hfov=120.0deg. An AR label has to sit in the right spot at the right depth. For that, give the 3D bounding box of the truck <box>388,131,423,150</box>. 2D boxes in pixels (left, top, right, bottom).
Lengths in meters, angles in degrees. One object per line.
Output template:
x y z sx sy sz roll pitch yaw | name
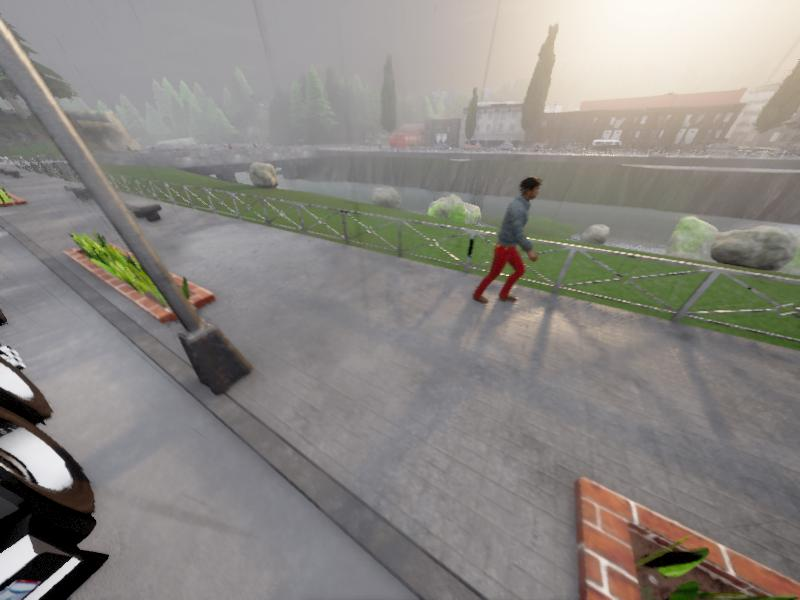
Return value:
1.312 -41.239 59.842 8.468 3.827 2.891 18 39 24 | truck

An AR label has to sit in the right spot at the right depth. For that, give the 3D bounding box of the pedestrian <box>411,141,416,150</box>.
3.263 -37.579 56.265 0.751 1.860 0.751 -12 37 -17 | pedestrian

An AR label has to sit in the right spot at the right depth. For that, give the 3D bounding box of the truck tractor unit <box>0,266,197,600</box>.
-5.116 -0.296 0.774 6.516 4.208 3.053 18 39 24 | truck tractor unit

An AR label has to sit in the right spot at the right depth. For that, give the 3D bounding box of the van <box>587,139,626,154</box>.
35.901 -26.792 40.359 4.480 2.038 2.069 18 39 24 | van

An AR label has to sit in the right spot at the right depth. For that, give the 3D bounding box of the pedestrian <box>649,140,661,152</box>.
46.274 -27.962 41.877 0.751 1.860 0.751 29 45 35 | pedestrian

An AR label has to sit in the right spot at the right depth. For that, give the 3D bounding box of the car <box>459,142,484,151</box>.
16.508 -35.459 53.349 5.027 1.651 2.152 18 39 24 | car

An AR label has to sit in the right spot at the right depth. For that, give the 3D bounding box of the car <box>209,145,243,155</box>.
-35.525 -30.925 47.398 2.038 1.542 4.974 18 39 24 | car

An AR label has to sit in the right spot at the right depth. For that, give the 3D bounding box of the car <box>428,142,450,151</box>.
9.570 -37.685 56.606 4.856 1.649 2.033 18 39 24 | car

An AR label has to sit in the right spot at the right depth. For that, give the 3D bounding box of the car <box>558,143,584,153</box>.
33.561 -29.935 45.388 3.806 1.475 1.970 18 39 24 | car

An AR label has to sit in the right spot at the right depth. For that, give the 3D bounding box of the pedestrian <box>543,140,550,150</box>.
33.106 -34.956 52.066 0.751 1.860 0.751 17 39 24 | pedestrian

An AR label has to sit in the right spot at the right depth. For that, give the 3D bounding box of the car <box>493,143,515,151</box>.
22.721 -33.406 50.472 3.806 1.475 1.970 18 39 24 | car

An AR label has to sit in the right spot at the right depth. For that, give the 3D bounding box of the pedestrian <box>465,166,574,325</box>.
1.495 -0.701 3.141 0.751 1.860 0.751 16 38 22 | pedestrian

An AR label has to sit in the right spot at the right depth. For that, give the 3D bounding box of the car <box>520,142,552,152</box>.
28.115 -31.750 47.899 5.238 1.638 1.930 18 39 24 | car

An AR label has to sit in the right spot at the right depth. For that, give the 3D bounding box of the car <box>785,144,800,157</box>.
56.118 -20.085 31.036 3.806 1.475 1.970 18 39 24 | car

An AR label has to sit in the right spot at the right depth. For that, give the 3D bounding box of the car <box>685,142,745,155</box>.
50.630 -24.525 37.318 5.238 1.638 1.930 18 39 24 | car

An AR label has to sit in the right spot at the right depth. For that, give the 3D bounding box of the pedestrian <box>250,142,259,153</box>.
-29.596 -31.117 47.105 0.751 1.860 0.751 10 36 14 | pedestrian

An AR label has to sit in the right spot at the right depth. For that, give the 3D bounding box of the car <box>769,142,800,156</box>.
58.713 -21.936 33.537 4.856 1.649 2.033 18 39 24 | car

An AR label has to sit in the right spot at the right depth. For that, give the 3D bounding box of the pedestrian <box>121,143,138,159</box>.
-39.001 -21.457 33.303 0.751 1.860 0.751 18 39 24 | pedestrian
